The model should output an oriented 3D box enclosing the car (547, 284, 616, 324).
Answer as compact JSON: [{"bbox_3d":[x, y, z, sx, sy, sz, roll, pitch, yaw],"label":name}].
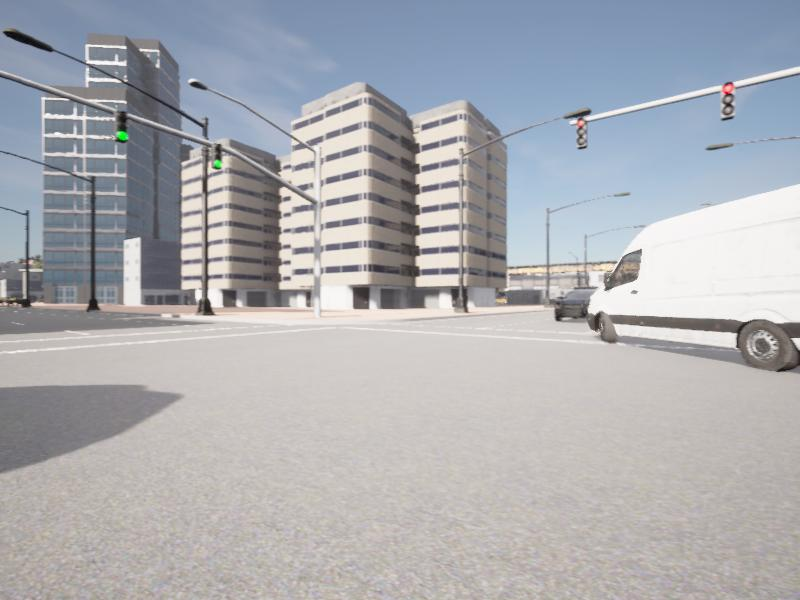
[{"bbox_3d":[8.725,0.171,18.896,1.930,1.638,5.238,0,0,36],"label":"car"}]

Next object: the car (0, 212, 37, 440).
[{"bbox_3d":[-4.730,0.179,1.983,3.988,1.617,1.851,0,0,-8],"label":"car"}]

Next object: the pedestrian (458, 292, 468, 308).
[{"bbox_3d":[7.230,-0.010,46.002,0.751,1.860,0.751,0,0,-38],"label":"pedestrian"}]

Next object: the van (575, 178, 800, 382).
[{"bbox_3d":[5.801,-0.275,7.376,1.988,2.561,5.915,-2,0,-6],"label":"van"}]
